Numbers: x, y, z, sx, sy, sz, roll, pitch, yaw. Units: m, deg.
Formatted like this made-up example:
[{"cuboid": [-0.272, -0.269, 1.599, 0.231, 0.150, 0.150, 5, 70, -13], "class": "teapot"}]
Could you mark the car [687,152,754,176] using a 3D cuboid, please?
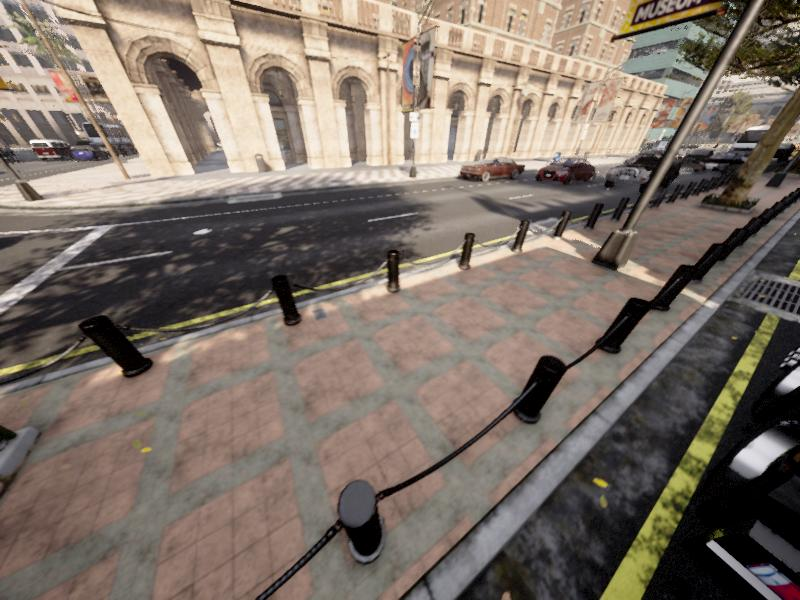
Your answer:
[{"cuboid": [27.579, -11.809, 19.893, 4.902, 1.511, 2.128, -19, 39, -25], "class": "car"}]

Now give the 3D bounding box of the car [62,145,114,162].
[{"cuboid": [-37.413, -17.785, 27.916, 2.163, 1.488, 4.792, -18, 39, -25], "class": "car"}]

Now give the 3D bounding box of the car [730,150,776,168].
[{"cuboid": [38.967, -15.657, 25.504, 3.633, 1.501, 1.845, -19, 39, -25], "class": "car"}]

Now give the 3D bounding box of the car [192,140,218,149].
[{"cuboid": [-50.049, -39.980, 59.340, 4.605, 1.855, 1.932, -18, 39, -25], "class": "car"}]

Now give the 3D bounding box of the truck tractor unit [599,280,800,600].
[{"cuboid": [5.135, -0.276, 0.741, 6.516, 4.208, 3.053, -17, 39, -23], "class": "truck tractor unit"}]

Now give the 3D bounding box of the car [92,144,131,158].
[{"cuboid": [-41.174, -21.452, 33.110, 2.007, 1.525, 4.514, -18, 39, -25], "class": "car"}]

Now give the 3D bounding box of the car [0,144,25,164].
[{"cuboid": [-42.705, -15.127, 23.911, 1.930, 1.638, 5.238, -18, 39, -25], "class": "car"}]

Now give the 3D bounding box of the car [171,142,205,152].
[{"cuboid": [-47.604, -34.482, 51.934, 2.152, 1.651, 5.027, 15, 37, 20], "class": "car"}]

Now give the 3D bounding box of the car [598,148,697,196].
[{"cuboid": [13.895, -7.346, 13.024, 4.605, 1.855, 1.932, -19, 39, -23], "class": "car"}]

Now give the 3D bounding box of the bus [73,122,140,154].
[{"cuboid": [-52.036, -29.067, 41.559, 3.944, 4.253, 10.273, -20, 40, -27], "class": "bus"}]

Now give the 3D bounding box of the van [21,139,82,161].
[{"cuboid": [-41.407, -17.965, 27.649, 2.069, 2.038, 4.480, -18, 39, -25], "class": "van"}]

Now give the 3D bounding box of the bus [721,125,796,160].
[{"cuboid": [57.574, -25.291, 37.131, 10.273, 4.253, 3.944, -19, 39, -25], "class": "bus"}]

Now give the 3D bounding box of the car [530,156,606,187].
[{"cuboid": [10.909, -8.459, 15.054, 4.181, 1.385, 1.994, -19, 39, -25], "class": "car"}]

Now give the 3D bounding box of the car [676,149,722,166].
[{"cuboid": [34.539, -16.477, 26.679, 4.892, 1.490, 1.837, -18, 39, -25], "class": "car"}]

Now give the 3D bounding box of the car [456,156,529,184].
[{"cuboid": [6.408, -9.079, 15.959, 4.718, 1.301, 1.895, -19, 39, -25], "class": "car"}]

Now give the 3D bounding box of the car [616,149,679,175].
[{"cuboid": [21.757, -12.222, 20.330, 4.856, 1.649, 2.033, -19, 39, -25], "class": "car"}]

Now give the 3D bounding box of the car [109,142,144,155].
[{"cuboid": [-44.739, -24.918, 37.973, 2.152, 1.651, 5.027, -18, 39, -25], "class": "car"}]

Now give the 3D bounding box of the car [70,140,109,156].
[{"cuboid": [-46.541, -22.873, 34.783, 1.905, 1.878, 3.866, -18, 39, -25], "class": "car"}]
